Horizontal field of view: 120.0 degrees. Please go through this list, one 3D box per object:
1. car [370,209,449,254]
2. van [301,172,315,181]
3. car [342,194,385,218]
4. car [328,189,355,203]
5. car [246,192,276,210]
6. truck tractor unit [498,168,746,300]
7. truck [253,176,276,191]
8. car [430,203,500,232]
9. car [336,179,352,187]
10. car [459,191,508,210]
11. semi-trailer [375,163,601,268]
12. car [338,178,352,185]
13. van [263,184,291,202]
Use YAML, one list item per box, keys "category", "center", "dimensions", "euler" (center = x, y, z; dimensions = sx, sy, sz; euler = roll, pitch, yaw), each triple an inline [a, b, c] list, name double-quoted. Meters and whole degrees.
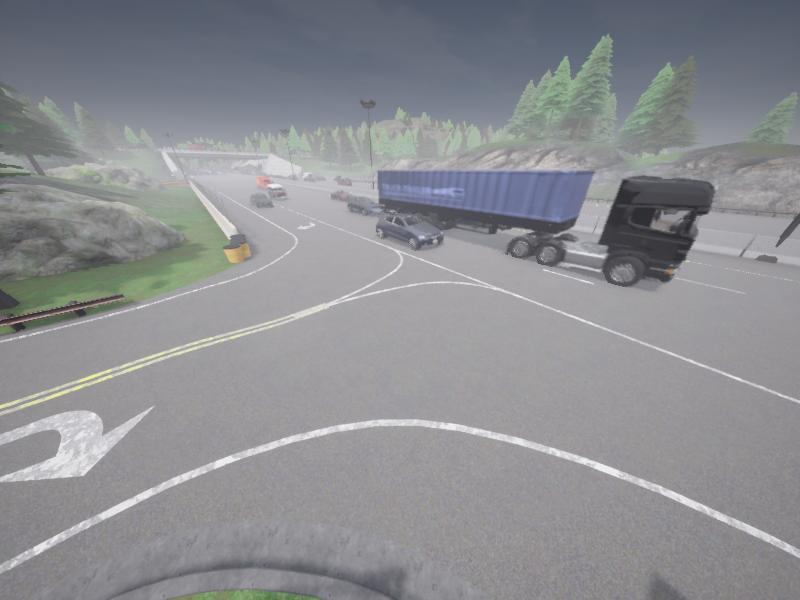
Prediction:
- category: "car"
  center: [0.433, -4.629, 15.002]
  dimensions: [2.152, 1.651, 5.027]
  euler: [-23, 37, -34]
- category: "van"
  center: [-32.325, -43.363, 81.175]
  dimensions: [1.988, 2.561, 5.915]
  euler: [-23, 37, -34]
- category: "car"
  center: [-3.839, -9.877, 24.085]
  dimensions: [2.033, 1.649, 4.856]
  euler: [-23, 37, -34]
- category: "car"
  center: [-8.500, -15.220, 33.599]
  dimensions: [1.994, 1.385, 4.181]
  euler: [-23, 37, -34]
- category: "car"
  center: [-17.091, -12.226, 28.288]
  dimensions: [1.837, 1.490, 4.892]
  euler: [-23, 37, -34]
- category: "truck tractor unit"
  center: [8.745, -3.548, 10.519]
  dimensions: [3.053, 4.208, 6.516]
  euler: [-23, 37, -34]
- category: "truck"
  center: [-29.153, -25.198, 49.779]
  dimensions: [2.627, 2.467, 5.204]
  euler: [-23, 37, -34]
- category: "car"
  center: [5.273, -7.088, 19.489]
  dimensions: [2.033, 1.411, 5.357]
  euler: [-23, 37, -34]
- category: "car"
  center: [-14.141, -29.457, 58.100]
  dimensions: [2.007, 1.525, 4.514]
  euler: [-23, 37, -34]
- category: "car"
  center: [10.116, -12.438, 28.566]
  dimensions: [1.801, 1.575, 5.366]
  euler: [-23, 37, -34]
- category: "semi-trailer"
  center: [3.635, -6.656, 15.710]
  dimensions: [2.717, 4.402, 14.254]
  euler: [-23, 37, -34]
- category: "car"
  center: [-15.151, -32.807, 63.821]
  dimensions: [1.851, 1.617, 3.988]
  euler: [-23, 37, -34]
- category: "van"
  center: [-18.101, -15.790, 33.914]
  dimensions: [2.069, 2.038, 4.480]
  euler: [-23, 37, -34]
